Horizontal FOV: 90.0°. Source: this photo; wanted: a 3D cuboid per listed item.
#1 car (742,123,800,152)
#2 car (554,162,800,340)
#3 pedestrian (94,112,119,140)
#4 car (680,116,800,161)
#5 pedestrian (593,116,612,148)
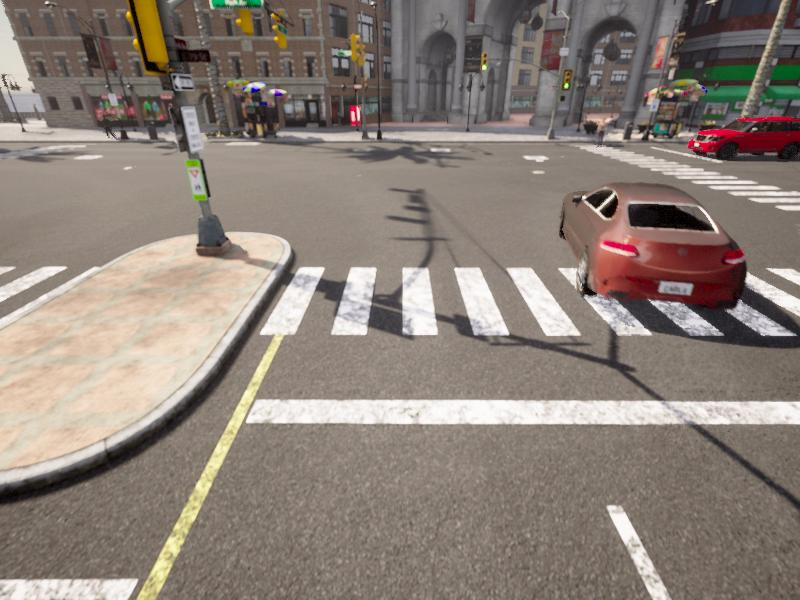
[{"bbox_3d":[24.108,-10.133,24.896,3.705,1.549,1.789,0,27,0],"label":"car"},{"bbox_3d":[4.450,-1.400,7.671,2.152,1.651,5.027,6,28,12],"label":"car"},{"bbox_3d":[-21.555,-12.802,29.426,0.751,1.860,0.751,1,27,2],"label":"pedestrian"},{"bbox_3d":[18.997,-8.782,21.708,5.566,2.045,2.150,0,27,0],"label":"car"},{"bbox_3d":[13.368,-11.144,26.497,0.751,1.860,0.751,11,29,20],"label":"pedestrian"}]
